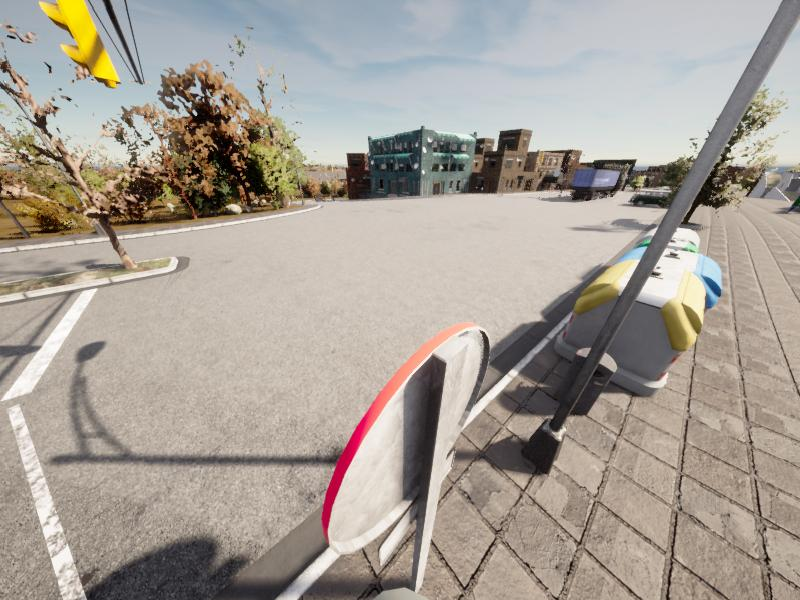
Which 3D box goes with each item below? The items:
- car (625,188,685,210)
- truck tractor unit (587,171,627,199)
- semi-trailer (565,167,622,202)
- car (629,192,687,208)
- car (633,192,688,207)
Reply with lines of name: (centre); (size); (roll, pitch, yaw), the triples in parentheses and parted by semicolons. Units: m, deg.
car: (32.099, -12.864, 29.311); (4.442, 1.987, 1.878); (17, 33, 25)
truck tractor unit: (37.707, -20.954, 42.083); (6.516, 4.208, 3.053); (-21, 36, -35)
semi-trailer: (31.654, -18.741, 37.486); (14.254, 4.402, 2.717); (-21, 36, -35)
car: (34.472, -13.468, 31.109); (4.674, 1.452, 2.002); (17, 32, 25)
car: (36.754, -14.328, 32.812); (4.674, 1.452, 2.002); (17, 33, 25)
